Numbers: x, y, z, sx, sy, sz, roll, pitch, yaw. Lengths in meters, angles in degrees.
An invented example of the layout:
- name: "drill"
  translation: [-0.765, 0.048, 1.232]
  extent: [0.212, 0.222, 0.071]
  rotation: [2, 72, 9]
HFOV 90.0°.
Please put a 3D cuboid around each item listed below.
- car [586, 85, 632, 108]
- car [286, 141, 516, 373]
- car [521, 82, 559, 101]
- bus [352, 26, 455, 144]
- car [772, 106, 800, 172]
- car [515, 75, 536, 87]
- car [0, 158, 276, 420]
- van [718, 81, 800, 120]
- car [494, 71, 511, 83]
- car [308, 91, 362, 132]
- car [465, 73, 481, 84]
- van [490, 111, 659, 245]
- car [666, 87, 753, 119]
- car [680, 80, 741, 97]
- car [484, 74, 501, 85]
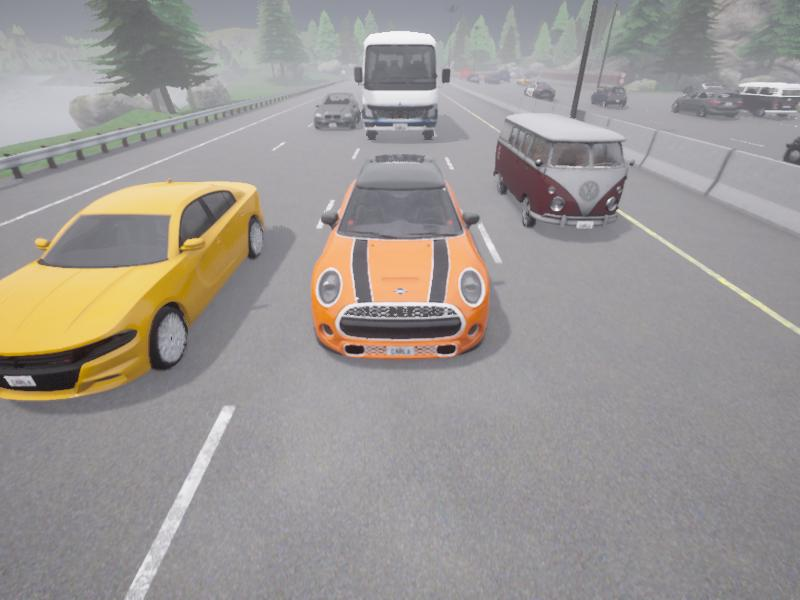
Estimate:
- name: "car"
  translation: [17.502, -17.127, 33.650]
  extent: [1.845, 1.501, 3.633]
  rotation: [0, 30, 0]
- name: "car"
  translation: [0.004, -1.091, 6.057]
  extent: [2.097, 1.767, 4.553]
  rotation: [0, 30, 0]
- name: "car"
  translation: [13.985, -21.085, 40.388]
  extent: [2.038, 1.542, 4.974]
  rotation: [0, 30, 0]
- name: "bus"
  translation: [0.128, -11.118, 20.733]
  extent: [3.944, 4.253, 10.273]
  rotation: [0, 30, 0]
- name: "car"
  translation: [14.008, -4.571, 11.896]
  extent: [1.905, 1.878, 3.866]
  rotation: [0, 30, 0]
- name: "car"
  translation: [20.904, -36.581, 66.793]
  extent: [1.801, 1.575, 5.366]
  rotation: [0, 30, 0]
- name: "car"
  translation: [-3.496, -0.742, 5.717]
  extent: [1.882, 1.535, 5.008]
  rotation: [0, 30, 0]
- name: "van"
  translation: [24.509, -13.569, 27.086]
  extent: [2.069, 2.038, 4.480]
  rotation: [0, 30, 0]
- name: "car"
  translation: [20.885, -45.496, 81.494]
  extent: [2.150, 2.045, 5.566]
  rotation: [1, 30, 1]
- name: "car"
  translation: [-3.495, -10.697, 22.547]
  extent: [2.242, 1.667, 4.611]
  rotation: [0, 31, 0]
- name: "car"
  translation: [13.874, -42.237, 76.326]
  extent: [2.033, 1.649, 4.856]
  rotation: [0, 30, 0]
- name: "van"
  translation: [3.505, -3.041, 9.195]
  extent: [1.775, 1.987, 4.442]
  rotation: [0, 30, 0]
- name: "car"
  translation: [21.008, -13.581, 27.471]
  extent: [2.242, 1.667, 4.611]
  rotation: [0, 30, 0]
- name: "car"
  translation: [34.830, -23.765, 44.958]
  extent: [4.974, 1.542, 2.038]
  rotation: [-1, 30, -2]
- name: "car"
  translation: [17.377, -41.632, 75.406]
  extent: [2.242, 1.667, 4.611]
  rotation: [0, 30, 0]
